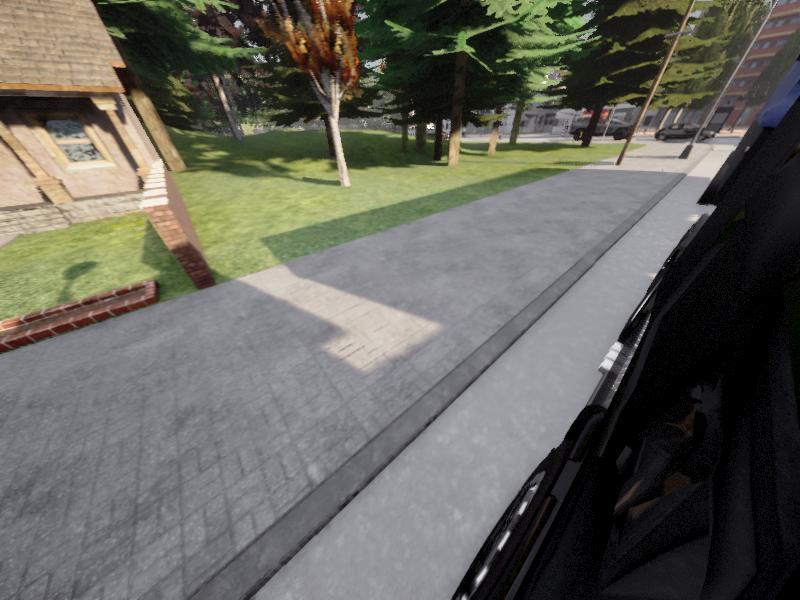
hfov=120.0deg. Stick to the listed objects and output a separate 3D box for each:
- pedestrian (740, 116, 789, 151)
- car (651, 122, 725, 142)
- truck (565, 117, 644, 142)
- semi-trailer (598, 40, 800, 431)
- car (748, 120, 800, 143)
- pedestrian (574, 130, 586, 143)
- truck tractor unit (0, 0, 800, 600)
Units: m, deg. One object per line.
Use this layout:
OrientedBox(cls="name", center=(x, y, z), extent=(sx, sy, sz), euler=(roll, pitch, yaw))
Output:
OrientedBox(cls="pedestrian", center=(24.406, -11.190, 15.531), extent=(0.751, 1.860, 0.751), euler=(16, 41, 23))
OrientedBox(cls="car", center=(28.348, -16.631, 22.914), extent=(1.816, 1.474, 4.193), euler=(-26, 43, -28))
OrientedBox(cls="truck", center=(23.797, -20.059, 27.235), extent=(2.390, 2.098, 6.274), euler=(-28, 44, -30))
OrientedBox(cls="semi-trailer", center=(8.707, -3.591, 4.230), extent=(14.254, 4.402, 2.717), euler=(-28, 44, -30))
OrientedBox(cls="car", center=(32.706, -13.716, 18.795), extent=(1.812, 1.442, 4.674), euler=(-28, 44, -30))
OrientedBox(cls="pedestrian", center=(19.442, -17.698, 24.963), extent=(0.500, 1.100, 0.500), euler=(-30, 45, -32))
OrientedBox(cls="truck tractor unit", center=(2.645, -0.295, 0.351), extent=(6.516, 4.208, 3.053), euler=(-28, 44, -30))
